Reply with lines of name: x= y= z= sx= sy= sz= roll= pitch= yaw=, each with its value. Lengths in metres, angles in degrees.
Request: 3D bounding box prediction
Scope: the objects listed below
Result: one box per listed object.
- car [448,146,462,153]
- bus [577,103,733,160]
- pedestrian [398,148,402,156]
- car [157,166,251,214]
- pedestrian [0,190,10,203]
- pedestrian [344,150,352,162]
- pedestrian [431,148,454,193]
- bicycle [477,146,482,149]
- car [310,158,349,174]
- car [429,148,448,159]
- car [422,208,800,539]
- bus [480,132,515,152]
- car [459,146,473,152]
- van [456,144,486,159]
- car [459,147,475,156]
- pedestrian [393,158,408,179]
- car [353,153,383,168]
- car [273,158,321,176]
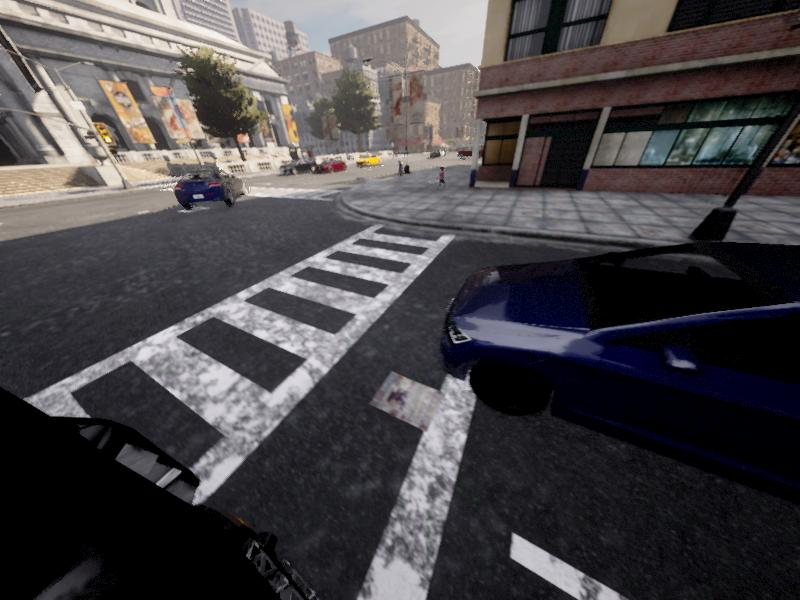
car: x=17.526 y=-47.892 z=73.527 sx=4.674 sy=1.452 sz=2.002 roll=-29 pitch=41 yaw=-34
bus: x=26.891 y=-18.404 z=25.785 sx=10.273 sy=4.253 sz=3.944 roll=14 pitch=37 yaw=23
pedestrian: x=0.010 y=-37.783 z=58.953 sx=0.751 sy=1.860 sz=0.751 roll=20 pitch=40 yaw=30
car: x=-10.235 y=-6.240 z=12.699 sx=2.152 sy=1.651 sz=5.027 roll=-13 pitch=35 yaw=-14
pedestrian: x=-27.629 y=-7.466 z=15.364 sx=0.751 sy=1.860 sz=0.751 roll=8 pitch=35 yaw=16
pedestrian: x=-9.754 y=-26.985 z=43.421 sx=0.751 sy=1.860 sz=0.751 roll=14 pitch=37 yaw=23
pedestrian: x=2.080 y=-6.427 z=11.489 sx=0.751 sy=1.860 sz=0.751 roll=26 pitch=43 yaw=36
bicycle: x=31.197 y=-59.903 z=90.727 sx=1.643 sy=1.024 sz=0.373 roll=14 pitch=27 yaw=23
car: x=-8.180 y=-15.929 z=27.385 sx=1.994 sy=1.385 sz=4.181 roll=13 pitch=37 yaw=23
car: x=7.728 y=-29.374 z=46.283 sx=2.038 sy=1.542 sz=4.974 roll=14 pitch=37 yaw=24
car: x=2.484 y=0.336 z=1.926 sx=4.193 sy=1.474 sz=1.816 roll=14 pitch=37 yaw=24
bus: x=27.398 y=-44.307 z=64.822 sx=10.273 sy=4.253 sz=3.944 roll=-29 pitch=41 yaw=-33
car: x=21.883 y=-50.041 z=76.567 sx=4.718 sy=1.301 sz=1.895 roll=-22 pitch=38 yaw=-26
van: x=11.578 y=-24.469 z=38.170 sx=1.775 sy=1.987 sz=4.442 roll=-26 pitch=40 yaw=-29
car: x=15.069 y=-33.239 z=51.591 sx=2.163 sy=1.488 sz=4.792 roll=14 pitch=37 yaw=24
pedestrian: x=0.074 y=-9.976 z=17.506 sx=0.751 sy=1.300 sz=0.751 roll=24 pitch=42 yaw=34
car: x=-4.520 y=-20.239 z=33.450 sx=1.882 sy=1.535 sz=5.008 roll=13 pitch=37 yaw=22
car: x=-12.067 y=-15.889 z=27.497 sx=2.128 sy=1.511 sz=4.902 roll=14 pitch=37 yaw=24
